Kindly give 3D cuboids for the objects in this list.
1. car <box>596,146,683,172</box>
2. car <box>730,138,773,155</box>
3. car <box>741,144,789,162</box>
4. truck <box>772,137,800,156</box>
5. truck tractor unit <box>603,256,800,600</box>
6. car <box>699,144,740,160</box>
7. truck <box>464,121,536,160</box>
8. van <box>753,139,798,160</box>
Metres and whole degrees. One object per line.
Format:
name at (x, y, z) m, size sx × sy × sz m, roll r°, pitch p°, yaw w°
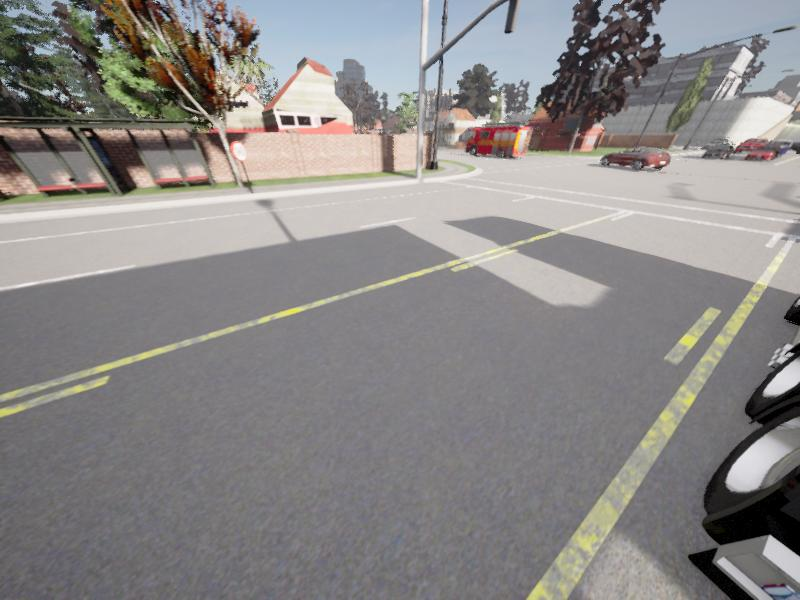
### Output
car at (20.800, -12.590, 20.472) m, size 2.152 × 1.651 × 5.027 m, roll -4°, pitch 36°, yaw -5°
car at (54.217, -23.738, 35.639) m, size 5.566 × 2.045 × 2.150 m, roll -18°, pitch 39°, yaw -23°
car at (41.765, -16.847, 26.453) m, size 4.514 × 1.525 × 2.007 m, roll -20°, pitch 40°, yaw -25°
truck at (59.526, -23.256, 34.879) m, size 6.274 × 2.098 × 2.390 m, roll -20°, pitch 40°, yaw -26°
truck tractor unit at (5.100, -0.311, 0.802) m, size 6.516 × 4.208 × 3.053 m, roll -19°, pitch 39°, yaw -25°
car at (40.137, -18.629, 29.000) m, size 4.892 × 1.490 × 1.837 m, roll -20°, pitch 40°, yaw -25°
truck at (13.213, -21.881, 31.730) m, size 2.891 × 3.827 × 8.468 m, roll -20°, pitch 40°, yaw -25°
van at (46.968, -18.889, 28.898) m, size 4.442 × 1.987 × 1.775 m, roll -20°, pitch 40°, yaw -25°
